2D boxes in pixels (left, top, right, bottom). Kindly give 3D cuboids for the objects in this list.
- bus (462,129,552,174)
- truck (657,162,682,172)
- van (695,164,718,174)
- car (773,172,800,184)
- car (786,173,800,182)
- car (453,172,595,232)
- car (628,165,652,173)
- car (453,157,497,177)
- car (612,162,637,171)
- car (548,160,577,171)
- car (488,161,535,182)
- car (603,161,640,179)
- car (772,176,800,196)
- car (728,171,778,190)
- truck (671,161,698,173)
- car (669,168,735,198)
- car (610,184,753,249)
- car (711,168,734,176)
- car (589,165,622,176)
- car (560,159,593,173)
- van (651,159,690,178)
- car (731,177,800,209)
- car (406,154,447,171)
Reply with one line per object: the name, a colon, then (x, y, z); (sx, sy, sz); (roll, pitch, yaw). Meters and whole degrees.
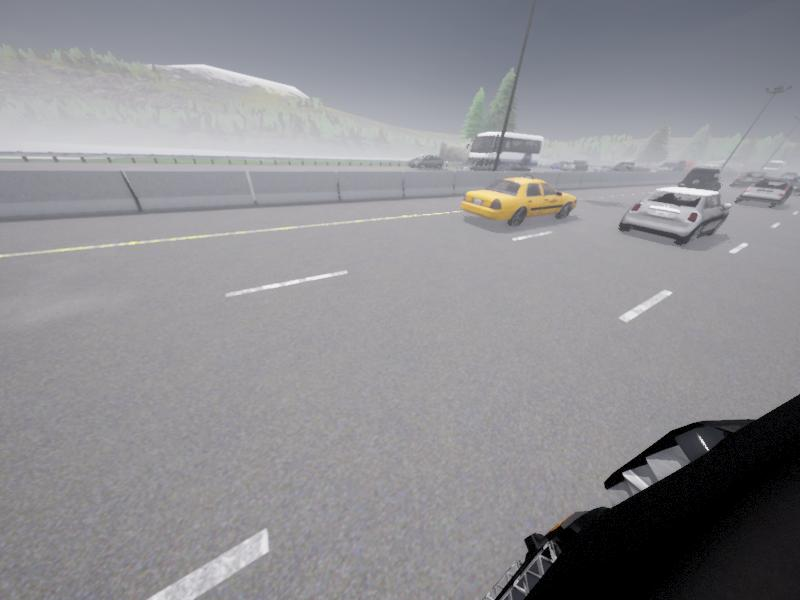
bus: (13.453, -18.502, 29.187); (10.273, 4.253, 3.944); (-15, 38, -26)
truck: (74.541, -36.830, 63.842); (6.274, 2.098, 2.390); (-15, 38, -26)
van: (77.999, -33.311, 58.875); (4.480, 2.038, 2.069); (-15, 38, -26)
car: (69.700, -21.961, 41.402); (4.856, 1.649, 2.033); (-15, 38, -26)
car: (82.509, -25.424, 47.868); (4.674, 1.442, 1.812); (-15, 38, -26)
car: (4.859, -3.989, 8.977); (5.366, 1.575, 1.801); (-15, 38, -26)
car: (50.805, -27.710, 48.836); (4.718, 1.301, 1.895); (-15, 38, -26)
car: (7.725, -13.688, 23.839); (3.988, 1.617, 1.851); (-15, 38, -26)
car: (50.624, -30.001, 52.023); (4.974, 1.542, 2.038); (-15, 38, -26)
car: (28.885, -23.957, 41.164); (4.514, 1.525, 2.007); (-15, 38, -26)
car: (10.568, -12.230, 21.915); (3.705, 1.549, 1.789); (-16, 38, -26)
car: (30.369, -17.847, 31.728); (3.866, 1.878, 1.905); (-15, 38, -26)
car: (39.774, -11.407, 23.104); (3.633, 1.501, 1.845); (-16, 38, -26)
car: (42.094, -14.330, 27.583); (4.611, 1.667, 2.242); (-16, 38, -26)
truck: (73.880, -34.575, 60.047); (5.204, 2.467, 2.627); (-15, 38, -26)
car: (24.216, -9.473, 18.573); (3.866, 1.878, 1.905); (-16, 38, -26)
car: (9.823, -3.097, 8.133); (3.806, 1.475, 1.970); (-15, 38, -26)
car: (77.313, -30.656, 55.344); (4.902, 1.511, 2.128); (-15, 38, -26)
car: (32.151, -20.320, 36.149); (4.718, 1.301, 1.895); (-15, 38, -26)
car: (28.699, -21.827, 37.607); (4.605, 1.855, 1.932); (-16, 38, -25)
van: (46.302, -22.522, 39.520); (5.915, 2.561, 1.988); (-16, 38, -26)
car: (25.142, -7.388, 15.757); (3.988, 1.617, 1.851); (-15, 38, -26)
car: (3.275, -16.869, 28.350); (4.514, 1.525, 2.007); (-15, 38, -26)
